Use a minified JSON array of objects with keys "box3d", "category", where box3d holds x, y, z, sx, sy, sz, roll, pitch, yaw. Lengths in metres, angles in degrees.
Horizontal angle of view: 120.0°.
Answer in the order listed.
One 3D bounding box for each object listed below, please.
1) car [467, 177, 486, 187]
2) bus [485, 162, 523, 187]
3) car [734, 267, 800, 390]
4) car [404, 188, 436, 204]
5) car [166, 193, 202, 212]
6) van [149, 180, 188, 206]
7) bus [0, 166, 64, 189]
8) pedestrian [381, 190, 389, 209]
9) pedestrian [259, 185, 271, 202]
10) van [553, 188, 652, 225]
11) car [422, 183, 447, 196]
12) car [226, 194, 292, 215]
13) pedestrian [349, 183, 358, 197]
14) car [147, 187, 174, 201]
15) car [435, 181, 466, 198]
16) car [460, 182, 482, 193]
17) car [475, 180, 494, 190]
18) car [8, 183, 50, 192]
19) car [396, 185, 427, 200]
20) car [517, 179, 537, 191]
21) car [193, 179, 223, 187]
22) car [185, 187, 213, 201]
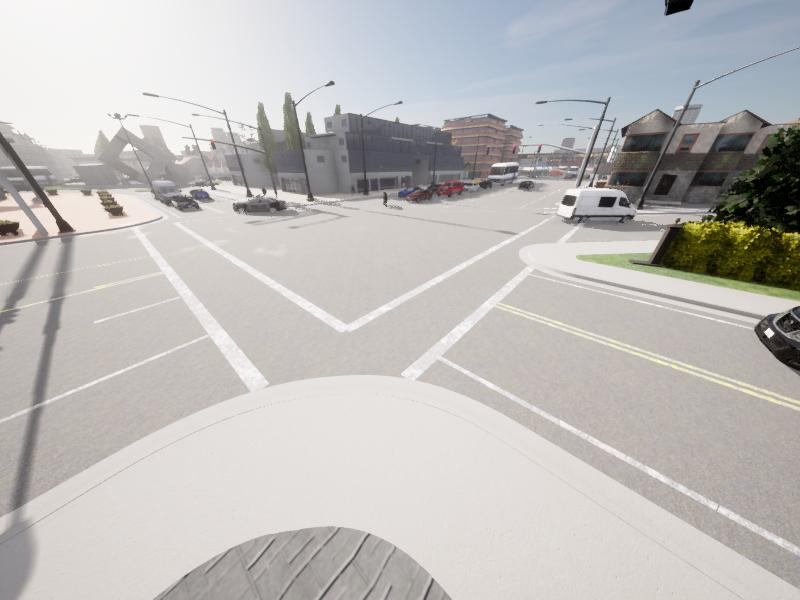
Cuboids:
[{"box3d":[16.690,-25.637,50.291,1.882,1.535,5.008,23,38,34],"category":"car"},{"box3d":[23.187,-28.019,51.379,3.944,4.253,10.273,23,39,34],"category":"bus"},{"box3d":[11.035,1.388,3.860,5.566,2.045,2.150,23,37,34],"category":"car"},{"box3d":[2.727,-14.132,31.265,1.812,1.442,4.674,23,37,34],"category":"car"},{"box3d":[-24.281,-11.043,25.962,4.193,1.474,1.816,23,37,34],"category":"car"},{"box3d":[-29.986,-13.922,29.886,5.915,2.561,1.988,23,37,34],"category":"van"},{"box3d":[-86.482,-28.828,53.982,3.944,4.253,10.273,-14,33,-23],"category":"bus"},{"box3d":[-1.646,-11.430,26.189,0.751,1.860,0.751,-5,30,-9],"category":"pedestrian"},{"box3d":[-17.773,-14.028,30.405,0.751,1.860,0.751,-20,36,-31],"category":"pedestrian"},{"box3d":[16.810,-7.944,19.516,5.915,2.561,1.988,-2,30,-3],"category":"van"},{"box3d":[5.947,-18.877,39.330,1.837,1.490,4.892,22,38,34],"category":"car"},{"box3d":[-14.323,-9.846,23.743,5.238,1.638,1.930,-1,31,-1],"category":"car"},{"box3d":[-6.929,-16.412,34.520,0.751,1.860,0.751,-25,39,-37],"category":"pedestrian"},{"box3d":[-35.140,-15.621,33.838,3.633,1.501,1.845,22,37,33],"category":"car"},{"box3d":[7.987,-17.597,36.574,2.150,2.045,5.566,23,37,34],"category":"car"},{"box3d":[12.812,-20.326,41.678,1.812,1.442,4.674,23,38,34],"category":"car"},{"box3d":[16.769,-22.828,45.709,1.816,1.474,4.193,23,38,34],"category":"car"},{"box3d":[-72.170,-21.999,45.005,5.357,1.411,2.033,5,30,9],"category":"car"},{"box3d":[1.789,-16.373,35.030,1.882,1.535,5.008,22,37,34],"category":"car"},{"box3d":[24.046,-21.823,43.748,1.882,1.535,5.008,23,39,34],"category":"car"},{"box3d":[-46.458,-28.429,56.019,2.038,1.542,4.974,10,31,17],"category":"car"},{"box3d":[-29.179,-15.409,33.526,4.193,1.474,1.816,23,37,34],"category":"car"}]
